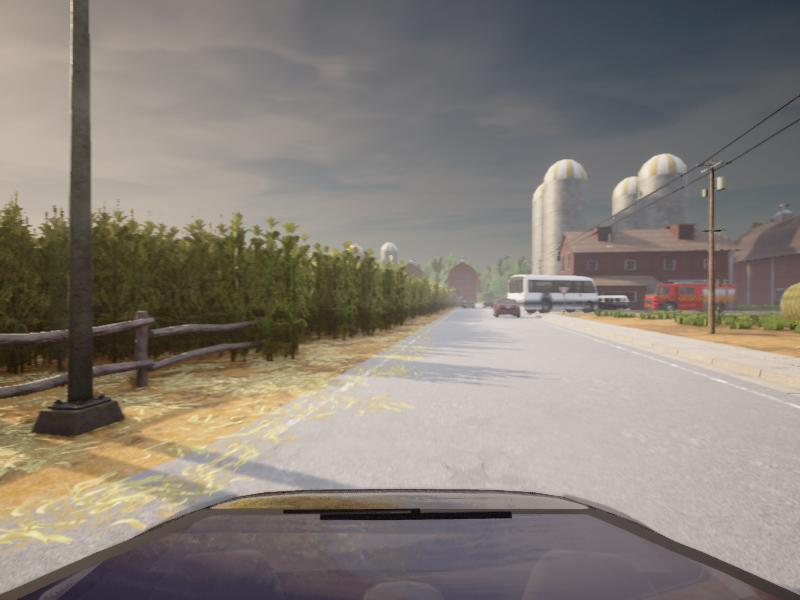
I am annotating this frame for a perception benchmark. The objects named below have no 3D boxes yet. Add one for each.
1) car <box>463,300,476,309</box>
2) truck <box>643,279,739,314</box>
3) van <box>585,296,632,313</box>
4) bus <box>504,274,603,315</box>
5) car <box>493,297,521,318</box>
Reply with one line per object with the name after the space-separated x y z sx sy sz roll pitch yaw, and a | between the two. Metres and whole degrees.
12.195 0.742 70.453 2.038 1.542 4.974 0 0 9 | car
33.308 -0.378 46.125 8.468 3.827 2.891 0 0 9 | truck
24.676 0.503 47.540 4.480 2.038 2.069 0 0 10 | van
17.262 -0.601 45.023 10.273 4.253 3.944 0 0 -18 | bus
9.630 0.654 36.264 2.097 1.767 4.553 0 0 10 | car
